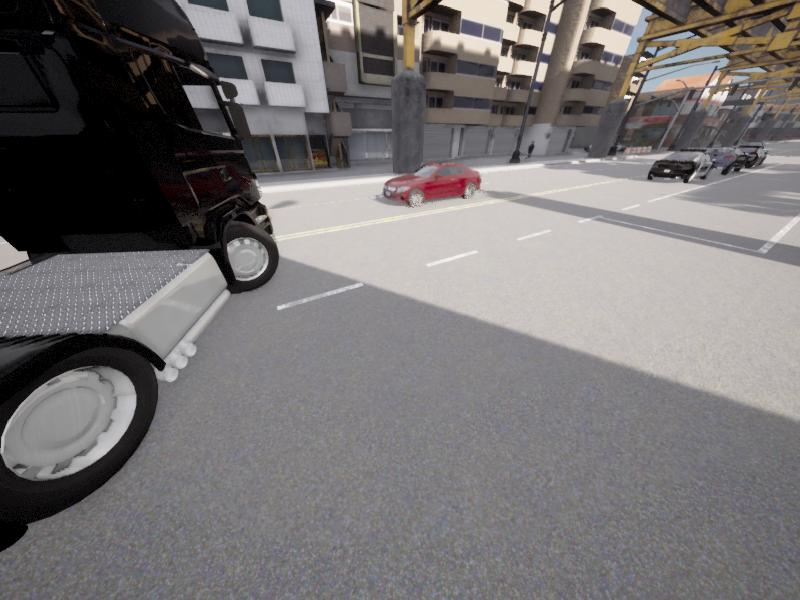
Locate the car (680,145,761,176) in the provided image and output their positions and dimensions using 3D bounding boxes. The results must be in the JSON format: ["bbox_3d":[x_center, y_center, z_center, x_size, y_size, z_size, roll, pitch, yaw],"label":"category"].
[{"bbox_3d":[23.727,-10.420,17.140,5.027,1.651,2.152,-19,39,-24],"label":"car"}]

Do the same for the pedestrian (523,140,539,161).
[{"bbox_3d":[14.010,-16.044,24.777,0.751,1.860,0.751,-18,39,-23],"label":"pedestrian"}]

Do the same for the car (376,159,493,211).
[{"bbox_3d":[1.529,-5.138,10.031,4.674,1.442,1.812,-19,39,-24],"label":"car"}]

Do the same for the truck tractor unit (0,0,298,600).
[{"bbox_3d":[-3.643,-0.851,1.551,3.053,4.208,6.516,-3,35,-5],"label":"truck tractor unit"}]

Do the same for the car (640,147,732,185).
[{"bbox_3d":[17.644,-8.375,14.279,5.238,1.638,1.930,-19,39,-24],"label":"car"}]
